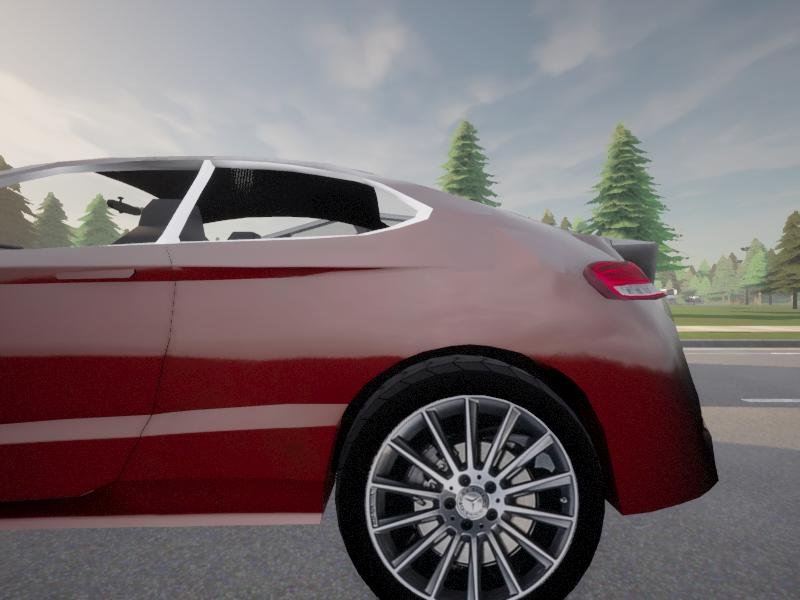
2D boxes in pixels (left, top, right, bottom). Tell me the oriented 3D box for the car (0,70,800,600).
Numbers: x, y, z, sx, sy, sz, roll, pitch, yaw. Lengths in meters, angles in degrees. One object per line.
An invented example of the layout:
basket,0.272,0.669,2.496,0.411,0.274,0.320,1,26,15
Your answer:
car,-1.307,0.179,2.200,5.027,1.651,2.152,0,0,0

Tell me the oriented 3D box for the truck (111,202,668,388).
truck,-0.117,-0.058,5.701,6.274,2.098,2.390,0,0,0

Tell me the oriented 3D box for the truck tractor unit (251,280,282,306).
truck tractor unit,-22.783,-1.140,68.573,3.053,4.208,6.516,0,0,1

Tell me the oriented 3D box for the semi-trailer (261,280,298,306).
semi-trailer,-22.683,-1.239,76.490,2.717,4.402,14.254,0,0,1
